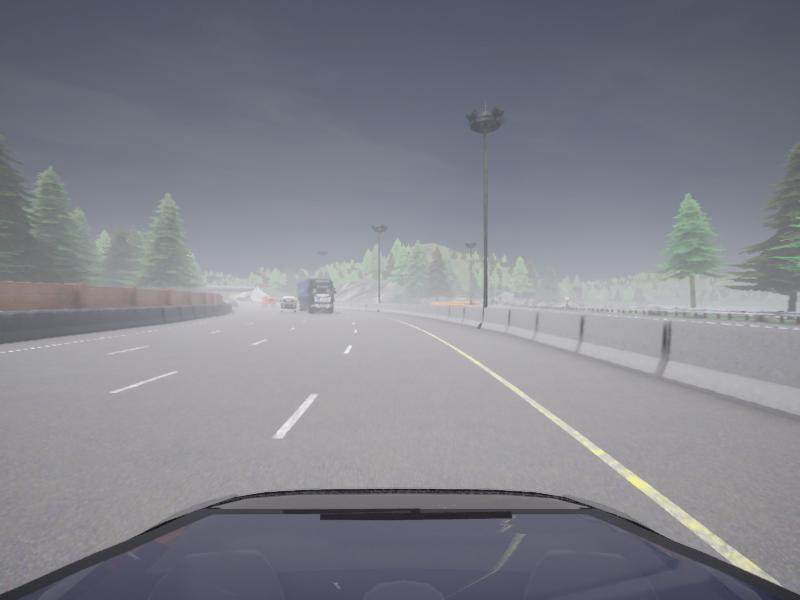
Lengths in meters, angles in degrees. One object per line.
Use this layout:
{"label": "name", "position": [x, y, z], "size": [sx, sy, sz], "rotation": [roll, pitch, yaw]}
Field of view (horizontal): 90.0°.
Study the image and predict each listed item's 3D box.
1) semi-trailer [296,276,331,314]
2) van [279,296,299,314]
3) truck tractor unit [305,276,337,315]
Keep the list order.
{"label": "semi-trailer", "position": [-11.959, -0.579, 54.133], "size": [2.717, 4.402, 14.254], "rotation": [0, 0, -20]}
{"label": "van", "position": [-13.344, 0.613, 47.920], "size": [2.069, 2.038, 4.480], "rotation": [1, 0, -17]}
{"label": "truck tractor unit", "position": [-9.369, -0.487, 46.650], "size": [3.053, 4.208, 6.516], "rotation": [0, 0, -17]}
